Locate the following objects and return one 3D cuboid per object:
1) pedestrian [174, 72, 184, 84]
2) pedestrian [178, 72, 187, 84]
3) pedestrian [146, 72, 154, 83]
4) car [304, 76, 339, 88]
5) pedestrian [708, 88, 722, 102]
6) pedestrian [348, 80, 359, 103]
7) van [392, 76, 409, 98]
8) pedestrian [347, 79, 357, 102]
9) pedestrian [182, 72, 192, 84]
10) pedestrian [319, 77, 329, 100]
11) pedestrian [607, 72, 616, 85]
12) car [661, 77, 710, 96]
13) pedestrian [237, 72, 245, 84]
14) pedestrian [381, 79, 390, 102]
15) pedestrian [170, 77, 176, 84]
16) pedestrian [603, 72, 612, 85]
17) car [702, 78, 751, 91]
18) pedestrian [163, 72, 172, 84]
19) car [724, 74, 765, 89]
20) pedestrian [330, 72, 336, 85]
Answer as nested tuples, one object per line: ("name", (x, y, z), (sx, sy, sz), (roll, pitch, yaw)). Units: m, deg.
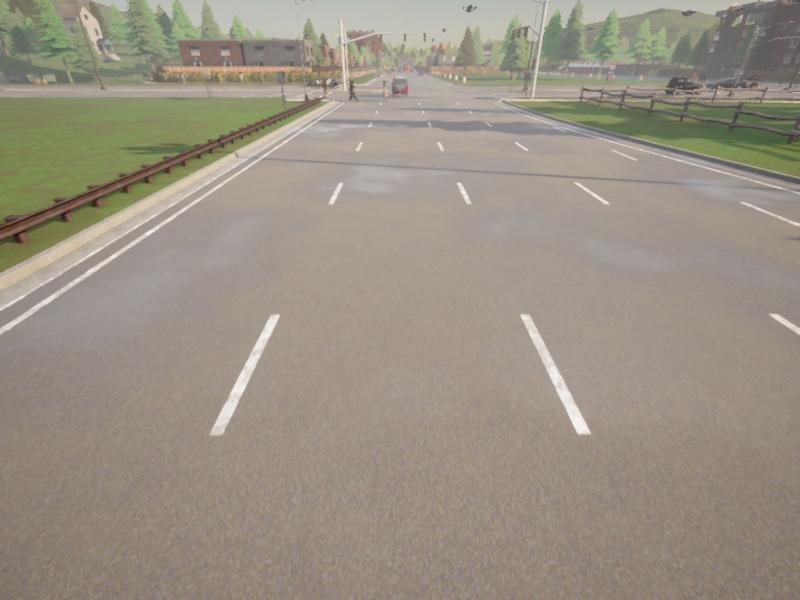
("pedestrian", (-38.840, -39.010, 70.304), (0.751, 1.860, 0.751), (8, 31, 14))
("pedestrian", (-38.224, -39.028, 70.335), (0.751, 1.860, 0.751), (1, 30, 2))
("pedestrian", (-45.708, -40.672, 73.137), (0.751, 1.860, 0.751), (-25, 38, -35))
("car", (-12.193, -34.175, 62.679), (4.974, 1.542, 2.038), (0, 30, 1))
("pedestrian", (28.652, -18.653, 36.353), (0.500, 1.100, 0.500), (2, 30, 3))
("pedestrian", (-4.321, -19.392, 37.158), (0.751, 1.860, 0.751), (2, 30, 3))
("van", (0.007, -23.397, 43.911), (1.775, 1.987, 4.442), (0, 30, 0))
("pedestrian", (-4.592, -20.112, 38.386), (0.751, 1.860, 0.751), (2, 30, 3))
("pedestrian", (-37.466, -39.042, 70.359), (0.751, 1.860, 0.751), (4, 31, 7))
("pedestrian", (-7.202, -20.069, 38.010), (0.751, 1.860, 0.751), (-4, 31, -7))
("pedestrian", (36.536, -38.262, 69.041), (0.751, 1.860, 0.751), (5, 31, 9))
("car", (32.942, -24.697, 46.239), (3.866, 1.878, 1.905), (0, 30, 1))
("pedestrian", (-27.918, -39.069, 70.406), (0.751, 1.860, 0.751), (0, 30, 0))
("pedestrian", (-1.373, -19.718, 37.715), (0.751, 1.860, 0.751), (-2, 30, -3))
("pedestrian", (-40.071, -38.703, 70.532), (0.500, 1.100, 0.500), (-1, 30, -1))
("pedestrian", (35.719, -38.143, 68.838), (0.751, 1.860, 0.751), (3, 31, 5))
("car", (45.758, -30.284, 56.141), (4.892, 1.490, 1.837), (0, 30, 1))
("pedestrian", (-40.832, -38.983, 70.257), (0.751, 1.860, 0.751), (1, 30, 2))
("car", (50.803, -32.187, 59.023), (3.866, 1.878, 1.905), (0, 30, 1))
("pedestrian", (-11.185, -36.905, 66.659), (0.751, 1.860, 0.751), (0, 30, 0))
